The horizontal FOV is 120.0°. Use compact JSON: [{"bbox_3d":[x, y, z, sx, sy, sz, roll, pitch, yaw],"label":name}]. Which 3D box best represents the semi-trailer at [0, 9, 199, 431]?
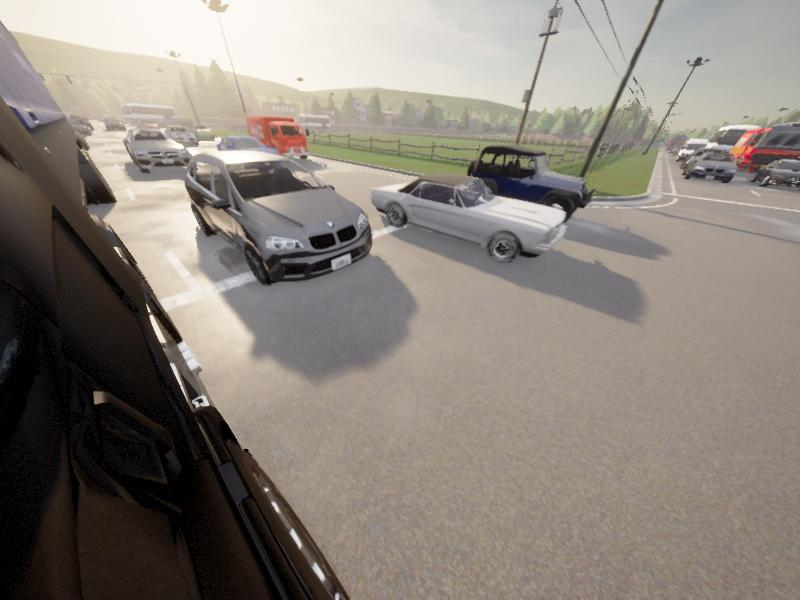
[{"bbox_3d":[-8.543,-3.709,4.369,14.254,4.402,2.717,30,45,31],"label":"semi-trailer"}]

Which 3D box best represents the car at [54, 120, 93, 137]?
[{"bbox_3d":[-36.607,-19.377,26.044,4.181,1.385,1.994,32,45,33],"label":"car"}]

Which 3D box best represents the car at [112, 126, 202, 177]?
[{"bbox_3d":[-12.527,-7.749,11.854,5.027,1.651,2.152,31,45,32],"label":"car"}]

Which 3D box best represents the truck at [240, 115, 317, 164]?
[{"bbox_3d":[-8.685,-11.582,16.539,5.204,2.467,2.627,32,46,33],"label":"truck"}]

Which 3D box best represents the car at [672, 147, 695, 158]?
[{"bbox_3d":[49.949,-26.096,40.812,1.994,1.385,4.181,31,45,32],"label":"car"}]

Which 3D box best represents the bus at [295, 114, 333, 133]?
[{"bbox_3d":[-26.998,-55.907,73.231,3.944,4.253,10.273,31,45,32],"label":"bus"}]

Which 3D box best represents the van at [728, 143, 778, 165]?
[{"bbox_3d":[52.610,-21.997,34.627,2.351,2.431,6.366,31,45,32],"label":"van"}]

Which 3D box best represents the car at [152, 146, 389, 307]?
[{"bbox_3d":[-2.677,-2.006,4.779,4.611,1.667,2.242,29,44,31],"label":"car"}]

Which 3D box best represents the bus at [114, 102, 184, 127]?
[{"bbox_3d":[-61.265,-45.501,56.996,3.944,4.253,10.273,15,38,18],"label":"bus"}]

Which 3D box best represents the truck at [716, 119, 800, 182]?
[{"bbox_3d":[32.055,-13.156,20.237,2.891,3.827,8.468,31,45,32],"label":"truck"}]

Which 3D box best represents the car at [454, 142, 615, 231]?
[{"bbox_3d":[4.126,-3.929,7.624,3.866,1.878,1.905,28,43,30],"label":"car"}]

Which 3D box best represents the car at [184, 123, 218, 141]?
[{"bbox_3d":[-24.961,-21.067,28.954,4.514,1.525,2.007,31,45,33],"label":"car"}]

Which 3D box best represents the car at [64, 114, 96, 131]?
[{"bbox_3d":[-47.092,-26.219,34.075,1.905,1.878,3.866,-28,47,-35],"label":"car"}]

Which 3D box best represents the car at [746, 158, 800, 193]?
[{"bbox_3d":[25.643,-8.365,15.339,1.837,1.490,4.892,31,45,32],"label":"car"}]

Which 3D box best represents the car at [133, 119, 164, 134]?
[{"bbox_3d":[-37.237,-25.710,34.236,4.611,1.667,2.242,32,45,33],"label":"car"}]

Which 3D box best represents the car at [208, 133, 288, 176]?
[{"bbox_3d":[-8.416,-8.124,12.703,5.008,1.535,1.882,31,45,33],"label":"car"}]

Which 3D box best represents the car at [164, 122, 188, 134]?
[{"bbox_3d":[-36.879,-28.340,38.037,1.994,1.385,4.181,-29,47,-35],"label":"car"}]

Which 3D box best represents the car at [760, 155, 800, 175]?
[{"bbox_3d":[40.254,-14.129,24.082,1.812,1.442,4.674,30,45,32],"label":"car"}]

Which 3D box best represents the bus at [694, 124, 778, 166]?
[{"bbox_3d":[46.365,-21.873,32.521,3.944,4.253,10.273,31,45,32],"label":"bus"}]

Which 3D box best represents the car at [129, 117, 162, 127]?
[{"bbox_3d":[-58.919,-41.307,53.690,2.242,1.667,4.611,6,37,5],"label":"car"}]

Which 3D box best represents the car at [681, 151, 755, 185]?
[{"bbox_3d":[22.715,-9.717,16.808,2.242,1.667,4.611,31,45,32],"label":"car"}]

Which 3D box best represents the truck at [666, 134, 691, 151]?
[{"bbox_3d":[82.574,-46.798,68.694,2.891,3.827,8.468,31,45,32],"label":"truck"}]

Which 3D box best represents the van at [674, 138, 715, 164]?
[{"bbox_3d":[38.595,-19.670,30.485,1.988,2.561,5.915,31,45,32],"label":"van"}]

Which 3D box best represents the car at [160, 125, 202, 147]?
[{"bbox_3d":[-20.959,-15.709,22.082,3.806,1.475,1.970,31,45,33],"label":"car"}]

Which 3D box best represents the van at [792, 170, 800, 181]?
[{"bbox_3d":[32.968,-9.932,17.517,1.775,1.987,4.442,31,45,32],"label":"van"}]

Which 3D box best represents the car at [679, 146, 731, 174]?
[{"bbox_3d":[28.227,-13.137,21.586,1.932,1.855,4.605,31,45,32],"label":"car"}]

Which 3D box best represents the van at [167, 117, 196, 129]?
[{"bbox_3d":[-51.568,-41.867,54.670,1.775,1.987,4.442,14,38,15],"label":"van"}]

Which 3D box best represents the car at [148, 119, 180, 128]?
[{"bbox_3d":[-55.345,-41.481,54.322,2.163,1.488,4.792,11,37,11],"label":"car"}]

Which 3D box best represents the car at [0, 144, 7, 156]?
[{"bbox_3d":[-22.916,-8.165,11.868,4.674,1.442,1.812,32,45,33],"label":"car"}]

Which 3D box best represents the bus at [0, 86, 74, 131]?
[{"bbox_3d":[-50.724,-26.453,32.170,3.944,4.253,10.273,-28,47,-34],"label":"bus"}]

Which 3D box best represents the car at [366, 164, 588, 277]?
[{"bbox_3d":[1.503,-2.335,5.811,4.718,1.301,1.895,28,44,30],"label":"car"}]

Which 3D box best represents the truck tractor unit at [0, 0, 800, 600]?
[{"bbox_3d":[-2.645,-0.295,0.352,6.516,4.208,3.053,28,44,30],"label":"truck tractor unit"}]

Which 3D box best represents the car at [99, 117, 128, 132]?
[{"bbox_3d":[-44.167,-27.120,35.662,2.242,1.667,4.611,-29,47,-36],"label":"car"}]

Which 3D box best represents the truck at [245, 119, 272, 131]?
[{"bbox_3d":[-38.937,-48.165,63.544,2.627,2.467,5.204,31,45,32],"label":"truck"}]
